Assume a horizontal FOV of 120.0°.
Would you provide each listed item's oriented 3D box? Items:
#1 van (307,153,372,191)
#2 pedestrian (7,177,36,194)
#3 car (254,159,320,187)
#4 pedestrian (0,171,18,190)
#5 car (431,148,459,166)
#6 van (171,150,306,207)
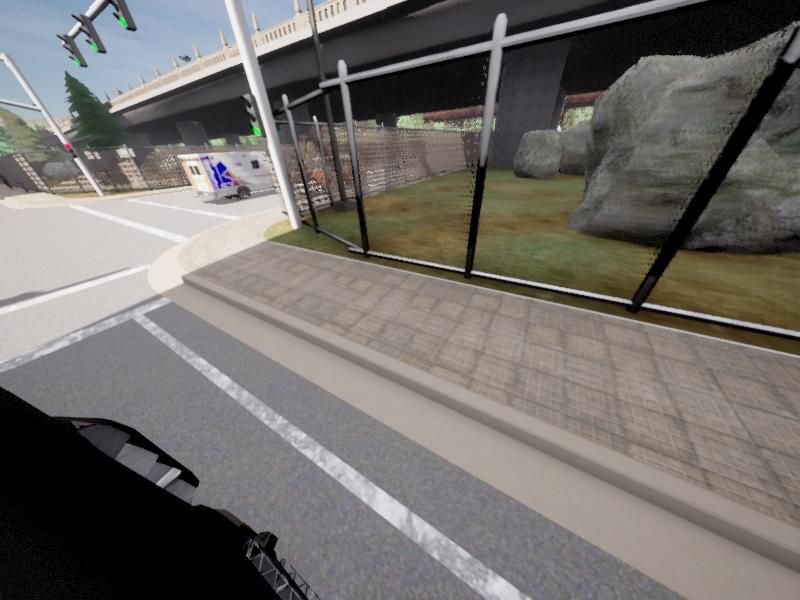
[{"bbox_3d":[-4.149,-9.426,16.876,1.775,1.987,4.442,16,38,26],"label":"van"},{"bbox_3d":[-35.447,-10.741,21.654,0.751,1.300,0.751,11,36,21],"label":"pedestrian"},{"bbox_3d":[-9.835,-11.384,20.588,2.242,1.667,4.611,15,38,26],"label":"car"},{"bbox_3d":[-45.427,-13.772,26.553,0.751,1.860,0.751,18,39,28],"label":"pedestrian"},{"bbox_3d":[6.193,-19.607,31.578,2.097,1.767,4.553,16,38,26],"label":"car"},{"bbox_3d":[-9.640,-8.024,14.810,2.351,2.431,6.366,16,38,26],"label":"van"}]
